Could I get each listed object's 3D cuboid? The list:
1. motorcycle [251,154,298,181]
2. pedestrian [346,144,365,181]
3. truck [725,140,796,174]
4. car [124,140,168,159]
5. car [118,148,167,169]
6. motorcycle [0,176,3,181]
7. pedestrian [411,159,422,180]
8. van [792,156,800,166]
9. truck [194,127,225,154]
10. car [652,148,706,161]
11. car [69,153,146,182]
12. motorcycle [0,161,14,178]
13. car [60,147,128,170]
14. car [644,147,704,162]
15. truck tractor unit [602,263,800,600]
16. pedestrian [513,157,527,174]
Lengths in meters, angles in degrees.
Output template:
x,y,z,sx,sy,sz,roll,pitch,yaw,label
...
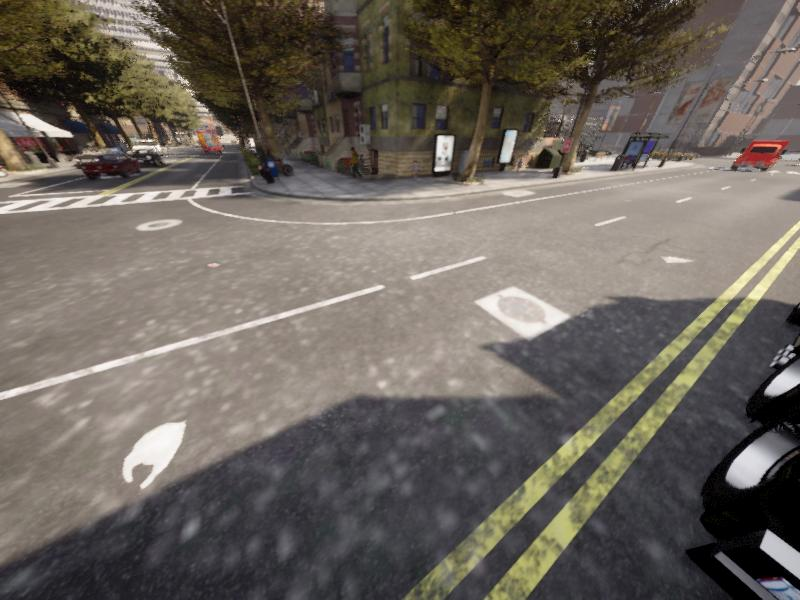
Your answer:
x,y,z,sx,sy,sz,roll,pitch,yaw,label
-8.111,-8.692,15.102,0.764,1.277,2.356,10,35,30,motorcycle
-2.733,-8.519,14.328,0.751,1.860,0.751,11,36,15,pedestrian
34.543,-13.815,22.157,5.204,2.467,2.627,-21,41,-28,truck
-34.880,-20.926,31.986,2.435,2.045,5.566,-18,39,-24,car
-24.157,-13.490,21.890,1.970,1.475,3.806,-18,39,-24,car
-24.983,-7.416,13.141,0.803,1.145,2.033,27,42,18,motorcycle
1.049,-8.313,14.740,0.500,1.100,0.500,-5,35,-8,pedestrian
50.176,-16.521,26.611,2.069,2.038,4.480,-18,38,-24,van
-36.387,-30.676,44.449,2.891,3.827,8.468,-18,39,-24,truck
43.589,-22.950,36.258,2.128,1.511,4.902,-18,39,-24,car
-20.177,-9.442,16.263,1.895,1.301,4.718,-18,39,-24,car
-25.430,-7.998,13.903,0.856,1.236,1.805,19,39,24,motorcycle
-28.315,-13.356,21.664,2.231,1.521,4.892,-18,39,-24,car
40.542,-21.766,34.453,1.801,1.575,5.366,-15,38,-21,car
5.117,-0.291,0.789,6.516,4.208,3.053,-18,39,-24,truck tractor unit
9.347,-10.503,17.989,0.500,1.100,0.500,-17,39,-24,pedestrian
